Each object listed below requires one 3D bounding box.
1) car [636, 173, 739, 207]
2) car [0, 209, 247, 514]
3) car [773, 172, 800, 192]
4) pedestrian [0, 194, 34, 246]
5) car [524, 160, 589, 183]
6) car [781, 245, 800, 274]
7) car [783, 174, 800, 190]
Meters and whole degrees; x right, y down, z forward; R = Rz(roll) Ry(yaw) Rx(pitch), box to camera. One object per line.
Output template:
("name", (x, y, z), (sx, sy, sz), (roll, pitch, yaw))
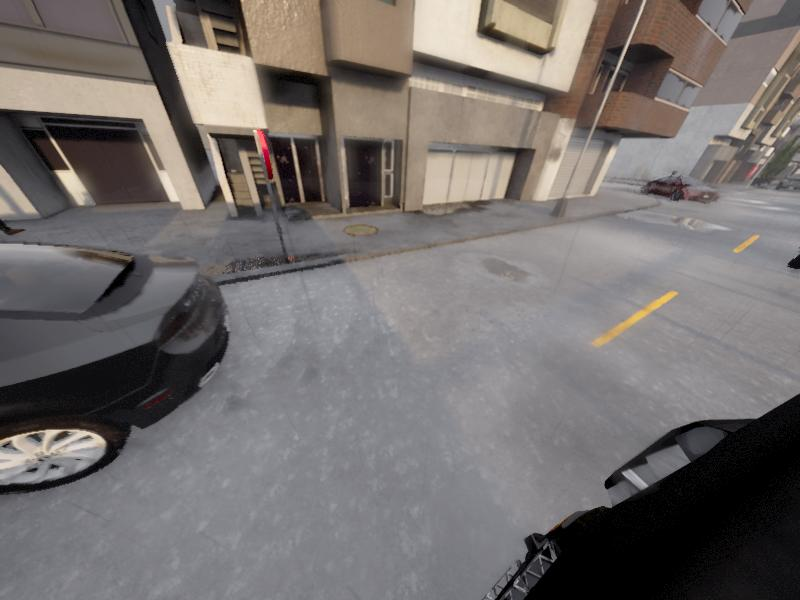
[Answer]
("car", (18.876, -7.505, 15.569), (1.994, 1.385, 4.181), (7, 34, 5))
("car", (-3.999, 0.619, 1.361), (4.892, 1.490, 1.837), (-16, 38, -26))
("car", (45.432, -13.468, 26.312), (4.553, 1.767, 2.097), (-16, 38, -26))
("pedestrian", (-8.583, -2.023, 4.415), (0.751, 1.860, 0.751), (-16, 38, -27))
("car", (16.141, -13.497, 24.162), (2.152, 1.651, 5.027), (-16, 38, -26))
("car", (12.263, -1.542, 5.655), (4.553, 1.767, 2.097), (-16, 38, -26))
("car", (51.582, -15.120, 29.492), (5.366, 1.575, 1.801), (-16, 38, -26))
